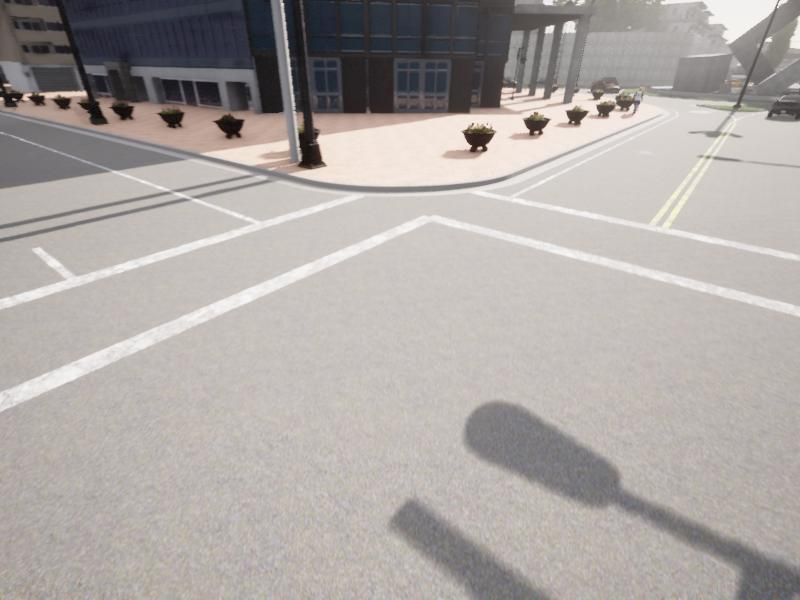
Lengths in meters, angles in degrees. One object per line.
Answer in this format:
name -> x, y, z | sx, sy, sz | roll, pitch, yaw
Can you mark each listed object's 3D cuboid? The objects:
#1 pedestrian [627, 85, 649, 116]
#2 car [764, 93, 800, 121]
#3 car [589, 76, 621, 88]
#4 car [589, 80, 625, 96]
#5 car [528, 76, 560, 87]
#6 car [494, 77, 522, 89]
pedestrian -> 16.749, -14.062, 28.155 | 0.751, 1.860, 0.751 | 22, 37, 32
car -> 28.975, -14.303, 29.538 | 4.892, 1.490, 1.837 | -23, 38, -34
car -> 37.369, -39.857, 73.025 | 4.553, 1.767, 2.097 | 8, 31, 12
car -> 28.664, -29.550, 55.695 | 2.152, 1.651, 5.027 | -1, 30, -3
car -> 27.592, -41.889, 76.722 | 5.027, 1.651, 2.152 | 18, 35, 27
car -> 17.912, -36.058, 66.375 | 1.851, 1.617, 3.988 | -25, 39, -36
